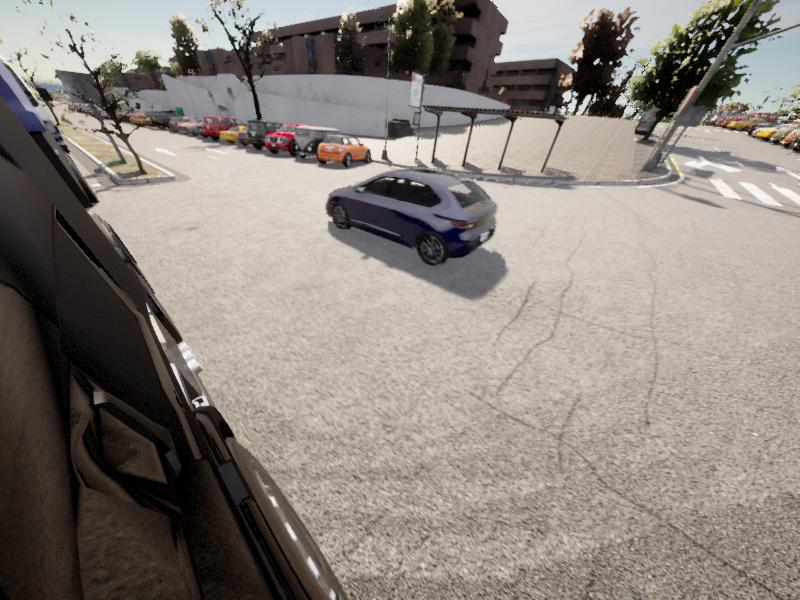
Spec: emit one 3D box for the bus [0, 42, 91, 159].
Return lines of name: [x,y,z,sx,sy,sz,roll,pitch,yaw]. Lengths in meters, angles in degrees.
bus: [-22.349,-10.922,12.707,10.273,4.253,3.944,28,43,28]

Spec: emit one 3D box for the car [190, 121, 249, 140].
car: [-20.176,-19.104,26.117,2.163,1.488,4.792,14,37,12]

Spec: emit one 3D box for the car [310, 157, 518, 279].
car: [0.058,-2.219,5.357,4.193,1.474,1.816,28,44,30]

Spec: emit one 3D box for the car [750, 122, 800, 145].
car: [41.257,-17.182,23.938,5.366,1.575,1.946,14,44,12]

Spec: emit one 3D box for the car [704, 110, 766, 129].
car: [57.824,-31.294,40.067,5.566,2.045,2.435,15,39,11]

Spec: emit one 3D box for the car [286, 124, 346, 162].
car: [-6.065,-11.838,17.433,1.878,1.987,4.442,14,37,12]

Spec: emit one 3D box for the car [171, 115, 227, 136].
car: [-24.875,-21.672,28.816,2.185,1.767,4.553,14,37,12]

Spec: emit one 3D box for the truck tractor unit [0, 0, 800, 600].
truck tractor unit: [-2.645,-0.295,0.351,6.516,4.208,3.053,28,44,30]

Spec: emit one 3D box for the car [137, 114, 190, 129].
car: [-36.642,-27.737,36.007,1.946,1.575,5.366,13,37,13]

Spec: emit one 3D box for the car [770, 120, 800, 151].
car: [37.194,-14.324,20.277,4.442,1.987,1.878,14,44,12]

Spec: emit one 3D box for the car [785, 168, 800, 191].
car: [19.314,-4.928,9.529,2.128,1.511,4.902,28,48,26]

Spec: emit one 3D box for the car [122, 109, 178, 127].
car: [-41.402,-30.236,38.501,2.435,2.045,5.566,14,37,12]

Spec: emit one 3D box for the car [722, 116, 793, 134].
car: [50.644,-24.934,32.887,5.366,1.575,1.946,14,43,12]

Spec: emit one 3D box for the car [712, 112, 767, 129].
car: [56.062,-29.733,38.282,4.553,1.767,2.185,14,41,11]

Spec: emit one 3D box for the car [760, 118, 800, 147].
car: [39.085,-15.872,22.065,4.442,1.987,1.878,15,44,12]

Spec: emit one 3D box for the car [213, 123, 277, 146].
car: [-15.405,-16.764,23.429,1.946,1.575,5.366,14,37,12]

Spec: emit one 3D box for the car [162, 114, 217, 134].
car: [-27.261,-22.859,30.164,2.185,1.767,4.553,14,37,12]

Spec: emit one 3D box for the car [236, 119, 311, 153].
car: [-10.725,-14.416,20.357,2.435,2.045,5.566,14,37,13]

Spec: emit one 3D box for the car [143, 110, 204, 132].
car: [-31.958,-25.428,32.935,2.435,2.045,5.566,13,37,13]

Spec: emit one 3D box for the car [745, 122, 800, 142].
car: [42.972,-18.739,25.789,4.674,1.452,2.002,14,44,12]

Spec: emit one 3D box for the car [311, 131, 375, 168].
car: [-3.713,-10.554,16.130,2.185,1.767,4.553,14,37,13]

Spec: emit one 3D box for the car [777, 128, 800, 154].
car: [35.402,-12.592,18.629,4.892,1.521,2.231,15,44,12]

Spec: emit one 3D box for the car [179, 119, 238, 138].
car: [-22.532,-20.334,27.476,2.231,1.521,4.892,14,37,12]

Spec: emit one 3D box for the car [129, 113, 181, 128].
car: [-39.109,-28.743,37.118,1.946,1.575,5.366,14,37,12]

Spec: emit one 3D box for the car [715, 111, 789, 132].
car: [52.313,-26.726,34.562,5.566,2.045,2.435,14,44,12]

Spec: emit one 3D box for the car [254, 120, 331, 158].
car: [-8.381,-13.147,18.902,2.435,2.045,5.566,14,37,12]

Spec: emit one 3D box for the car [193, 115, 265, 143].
car: [-17.797,-18.104,24.556,2.435,2.045,5.566,14,37,12]

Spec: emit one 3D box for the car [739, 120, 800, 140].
car: [44.852,-20.294,27.584,4.674,1.452,2.002,14,43,12]

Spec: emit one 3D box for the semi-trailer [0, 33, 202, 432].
semi-trailer: [-8.712,-3.621,4.174,14.254,4.402,2.717,28,43,29]

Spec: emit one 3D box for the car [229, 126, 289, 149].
car: [-13.111,-15.397,21.908,2.002,1.452,4.674,14,37,12]

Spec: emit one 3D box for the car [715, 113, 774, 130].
car: [54.174,-28.215,36.471,4.553,1.767,2.185,14,43,11]
